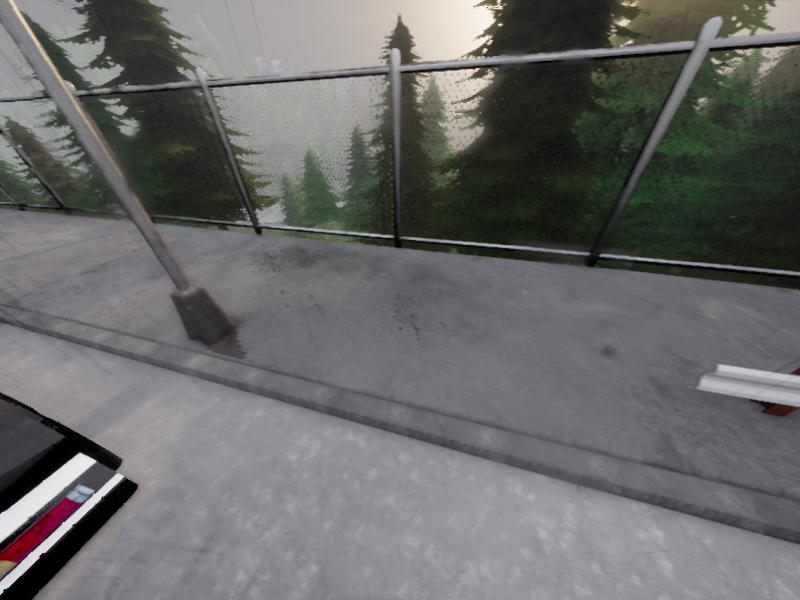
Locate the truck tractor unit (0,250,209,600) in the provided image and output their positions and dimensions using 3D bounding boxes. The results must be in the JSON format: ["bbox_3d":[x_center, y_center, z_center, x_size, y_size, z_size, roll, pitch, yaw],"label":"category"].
[{"bbox_3d":[-5.299,-0.043,0.420,6.516,4.208,3.053,9,36,13],"label":"truck tractor unit"}]
